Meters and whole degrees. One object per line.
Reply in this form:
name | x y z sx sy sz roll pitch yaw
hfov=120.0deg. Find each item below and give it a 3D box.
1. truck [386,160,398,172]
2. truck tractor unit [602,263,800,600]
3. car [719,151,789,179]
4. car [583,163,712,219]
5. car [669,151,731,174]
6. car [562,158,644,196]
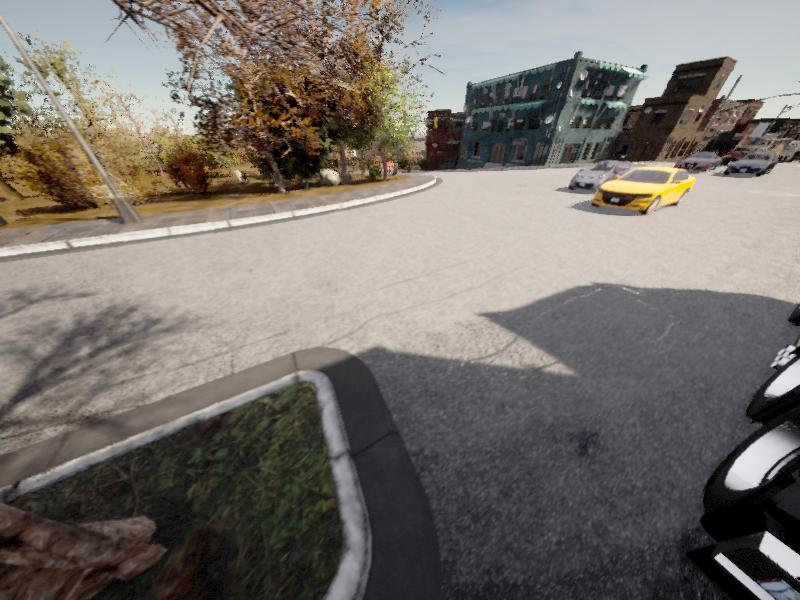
truck | -1.983 -32.450 56.177 2.627 2.467 5.204 -2 29 -2
truck tractor unit | 5.109 -0.302 0.789 6.516 4.208 3.053 -18 39 -24
car | 26.138 -10.041 17.069 4.193 1.474 1.816 -19 38 -24
car | 10.306 -4.707 9.638 5.008 1.535 1.882 -18 38 -25
car | 25.548 -11.769 19.673 4.181 1.385 1.994 -19 38 -24
car | 11.410 -7.008 13.040 3.633 1.501 1.845 -18 38 -24
